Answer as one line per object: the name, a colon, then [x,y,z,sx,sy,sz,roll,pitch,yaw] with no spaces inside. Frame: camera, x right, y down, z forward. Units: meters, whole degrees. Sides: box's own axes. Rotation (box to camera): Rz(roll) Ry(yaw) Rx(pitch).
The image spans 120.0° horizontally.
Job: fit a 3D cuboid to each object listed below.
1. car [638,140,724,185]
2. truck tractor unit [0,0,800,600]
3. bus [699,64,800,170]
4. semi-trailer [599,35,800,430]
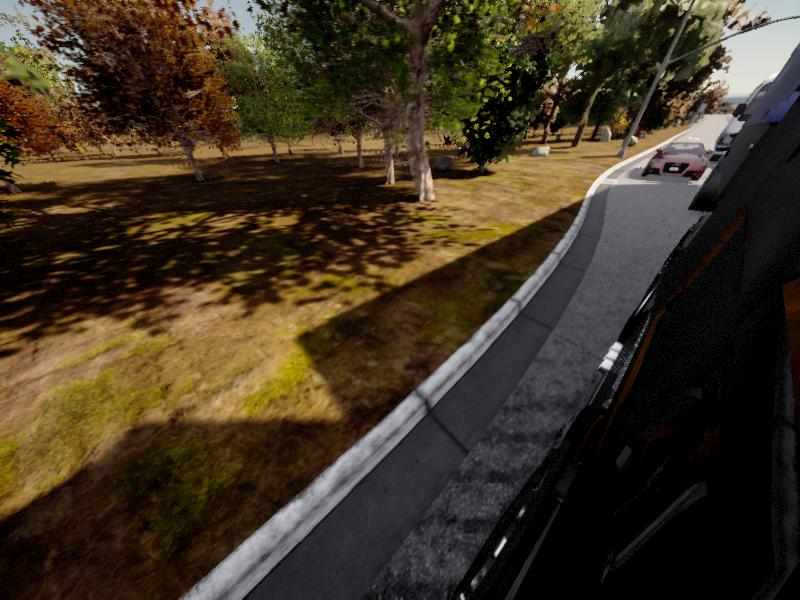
car: [13.626,-6.900,11.352,1.994,1.385,4.181,29,47,34]
truck tractor unit: [2.645,-0.295,0.351,6.516,4.208,3.053,-28,43,-30]
bus: [23.633,-11.456,14.599,10.273,4.253,3.944,-30,46,-32]
semi-trailer: [8.682,-3.525,4.371,14.254,4.402,2.717,-27,44,-31]
